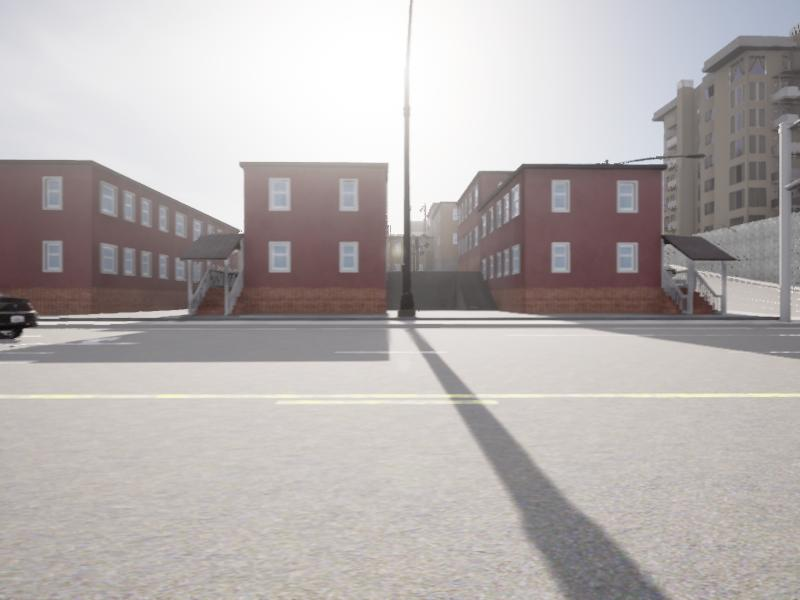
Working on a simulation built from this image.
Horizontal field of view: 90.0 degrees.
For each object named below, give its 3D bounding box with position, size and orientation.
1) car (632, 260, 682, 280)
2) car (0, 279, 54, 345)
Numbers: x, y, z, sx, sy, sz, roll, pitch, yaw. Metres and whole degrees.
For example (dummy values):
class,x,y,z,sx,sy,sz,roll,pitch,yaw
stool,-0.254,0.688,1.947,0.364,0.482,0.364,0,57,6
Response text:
class,x,y,z,sx,sy,sz,roll,pitch,yaw
car,27.323,-3.272,42.794,2.128,1.511,4.902,0,12,0
car,-11.062,0.275,9.173,4.674,1.442,1.812,0,0,0
